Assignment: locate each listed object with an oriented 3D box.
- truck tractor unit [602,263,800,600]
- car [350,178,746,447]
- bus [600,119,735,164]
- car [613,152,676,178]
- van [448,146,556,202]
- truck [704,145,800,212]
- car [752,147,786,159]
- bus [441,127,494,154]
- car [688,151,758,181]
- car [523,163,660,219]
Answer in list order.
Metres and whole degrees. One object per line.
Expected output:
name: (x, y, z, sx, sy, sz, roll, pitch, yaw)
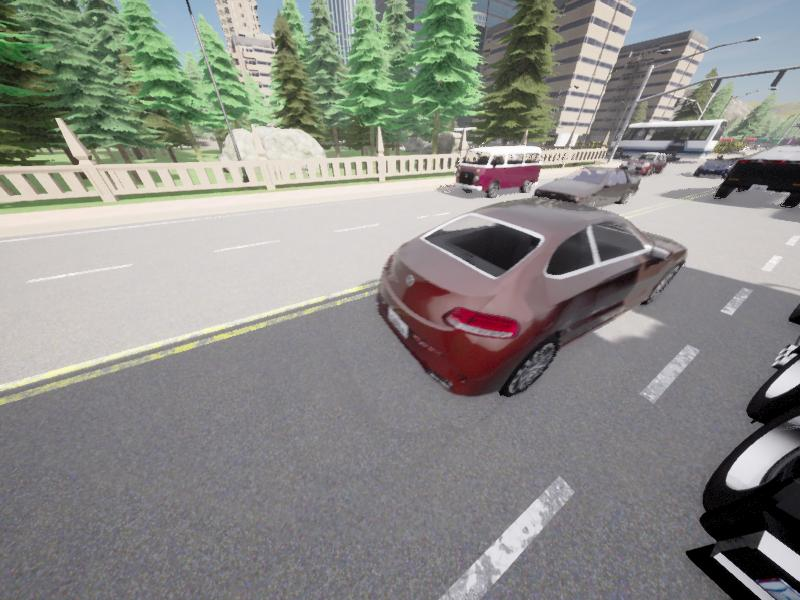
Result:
truck tractor unit: (5.108, -0.304, 0.783, 6.516, 4.208, 3.053, -18, 39, -24)
car: (2.132, -0.585, 3.434, 5.027, 1.651, 2.152, -18, 39, -24)
bus: (34.247, -20.927, 30.587, 3.944, 4.253, 10.273, -18, 39, -24)
car: (19.313, -10.747, 18.284, 3.806, 1.475, 1.970, -18, 39, -24)
van: (4.886, -6.273, 11.264, 4.480, 2.038, 2.069, -18, 39, -25)
truck: (17.477, -5.785, 10.600, 6.274, 2.098, 2.390, -18, 39, -24)
car: (60.531, -24.182, 37.905, 4.514, 1.525, 2.007, -18, 39, -24)
bus: (13.575, -33.194, 48.052, 3.944, 4.253, 10.273, -18, 39, -25)
car: (23.961, -10.008, 17.145, 3.988, 1.617, 1.851, -18, 39, -24)
car: (7.930, -4.698, 9.585, 5.357, 1.411, 2.033, -18, 39, -24)
